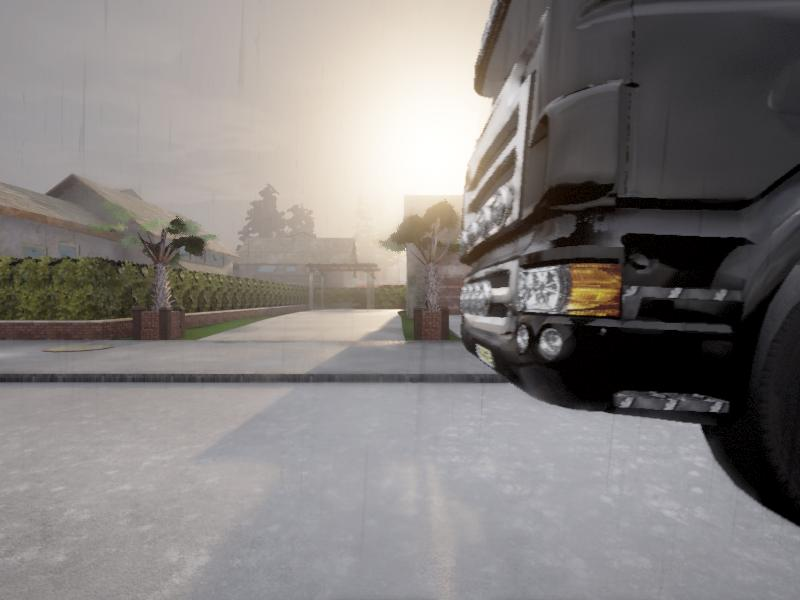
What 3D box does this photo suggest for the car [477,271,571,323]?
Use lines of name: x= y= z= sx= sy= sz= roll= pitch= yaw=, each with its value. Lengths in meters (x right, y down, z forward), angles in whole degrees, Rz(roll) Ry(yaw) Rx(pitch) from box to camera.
car: x=3.891 y=-0.082 z=13.247 sx=1.845 sy=1.501 sz=3.633 roll=0 pitch=0 yaw=-3

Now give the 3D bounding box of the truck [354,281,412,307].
truck: x=-2.477 y=-0.921 z=60.272 sx=8.468 sy=3.827 sz=2.891 roll=0 pitch=0 yaw=0

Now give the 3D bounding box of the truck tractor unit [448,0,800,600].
truck tractor unit: x=3.767 y=-1.127 z=2.687 sx=6.516 sy=4.208 sz=3.053 roll=0 pitch=0 yaw=0
